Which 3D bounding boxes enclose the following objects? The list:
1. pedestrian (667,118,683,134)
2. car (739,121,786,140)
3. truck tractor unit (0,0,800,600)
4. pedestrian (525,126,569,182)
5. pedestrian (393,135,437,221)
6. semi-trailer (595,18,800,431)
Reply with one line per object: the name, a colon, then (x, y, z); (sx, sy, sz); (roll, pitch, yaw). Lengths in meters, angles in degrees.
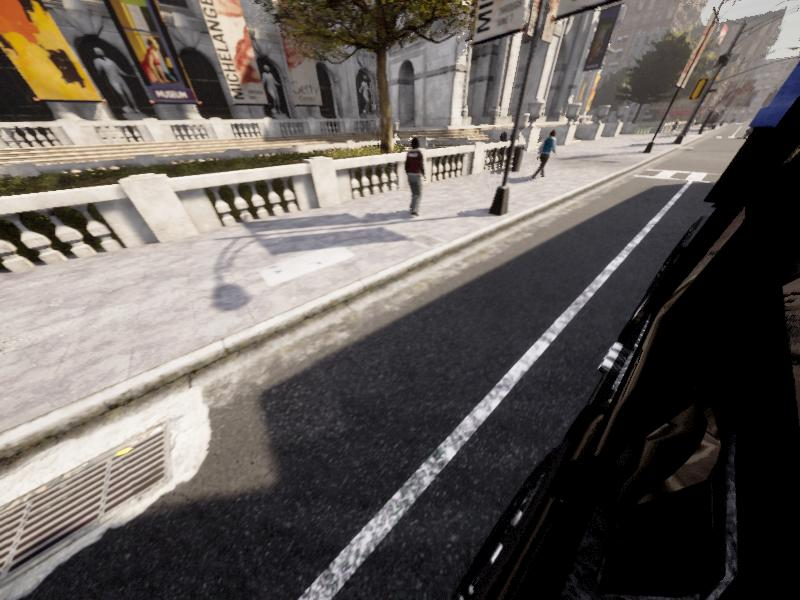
pedestrian: (41.422, -26.188, 34.814); (0.751, 1.860, 0.751); (27, 45, 33)
car: (38.624, -18.149, 24.717); (4.902, 1.511, 2.128); (-28, 44, -30)
truck tractor unit: (2.645, -0.295, 0.351); (6.516, 4.208, 3.053); (-28, 44, -30)
pedestrian: (6.104, -6.105, 9.701); (0.751, 1.860, 0.751); (-18, 39, -20)
pedestrian: (0.391, -3.195, 6.096); (0.751, 1.860, 0.751); (23, 43, 30)
semi-trailer: (8.876, -3.445, 4.094); (14.254, 4.402, 2.717); (-26, 42, -28)
